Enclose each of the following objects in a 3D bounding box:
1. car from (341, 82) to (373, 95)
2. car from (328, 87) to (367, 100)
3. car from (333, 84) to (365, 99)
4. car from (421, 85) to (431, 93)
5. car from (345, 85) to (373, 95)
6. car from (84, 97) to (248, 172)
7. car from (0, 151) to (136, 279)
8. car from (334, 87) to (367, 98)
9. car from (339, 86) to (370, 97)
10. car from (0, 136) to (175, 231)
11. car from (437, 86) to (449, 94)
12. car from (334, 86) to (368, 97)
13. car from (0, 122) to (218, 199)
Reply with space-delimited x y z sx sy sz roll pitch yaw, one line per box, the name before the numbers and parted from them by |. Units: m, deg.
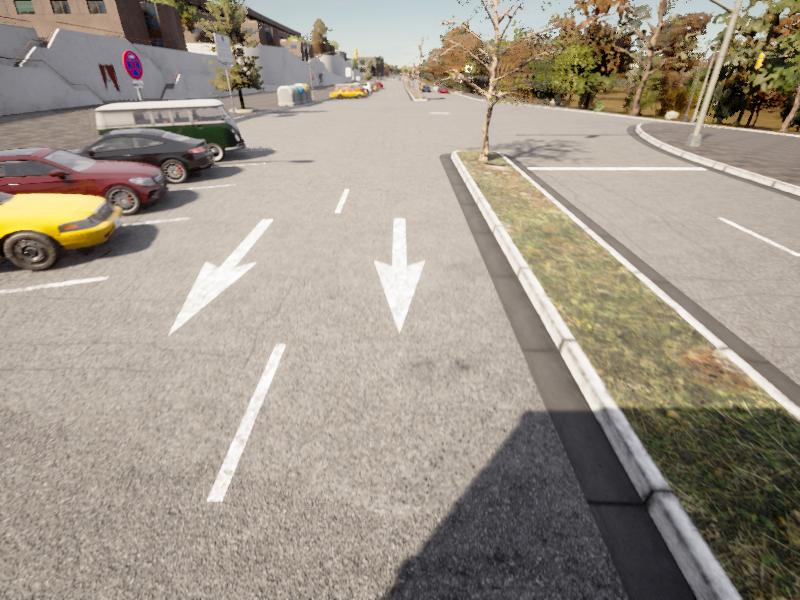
car | -8.105 -39.927 75.592 5.566 2.045 2.435 -11 31 -17
car | -7.901 -31.086 60.126 5.366 1.575 1.946 -11 30 -17
car | -7.968 -32.714 62.606 4.442 1.987 1.878 -11 30 -17
car | 5.807 -47.135 89.292 1.816 1.474 4.193 0 29 0
car | -8.086 -41.154 78.343 4.892 1.521 2.231 -11 30 -17
car | -7.962 -5.974 14.237 4.442 1.987 1.878 -11 32 -17
car | -7.894 -1.280 6.658 5.366 1.575 1.946 -11 32 -17
car | -8.100 -33.908 65.290 4.792 1.488 2.163 -11 31 -17
car | -8.068 -36.829 70.505 4.892 1.521 2.231 -11 31 -17
car | -8.070 -2.713 9.195 4.674 1.452 2.002 -11 32 -17
car | 8.813 -43.117 82.067 1.994 1.385 4.181 0 29 0
car | -8.248 -35.355 67.838 5.366 1.575 1.946 -11 31 -17
car | -8.063 -4.215 11.762 4.674 1.452 2.002 -11 32 -17
